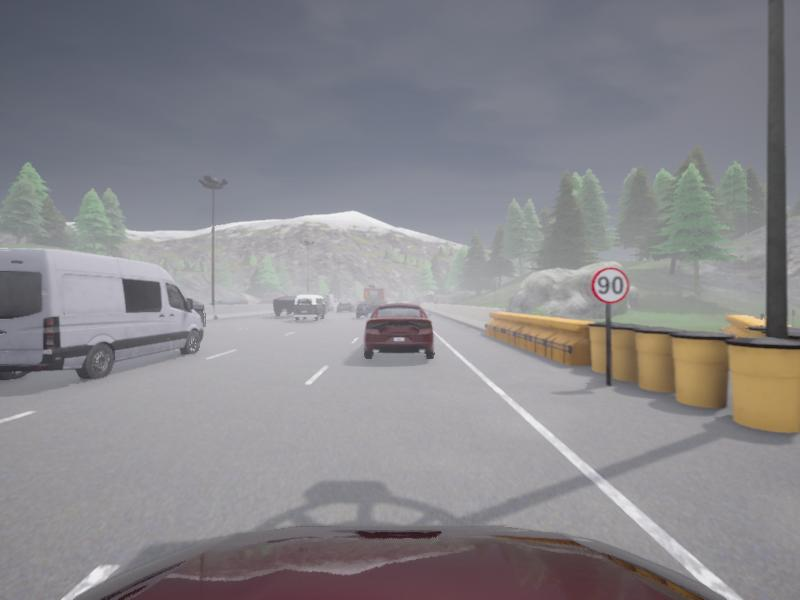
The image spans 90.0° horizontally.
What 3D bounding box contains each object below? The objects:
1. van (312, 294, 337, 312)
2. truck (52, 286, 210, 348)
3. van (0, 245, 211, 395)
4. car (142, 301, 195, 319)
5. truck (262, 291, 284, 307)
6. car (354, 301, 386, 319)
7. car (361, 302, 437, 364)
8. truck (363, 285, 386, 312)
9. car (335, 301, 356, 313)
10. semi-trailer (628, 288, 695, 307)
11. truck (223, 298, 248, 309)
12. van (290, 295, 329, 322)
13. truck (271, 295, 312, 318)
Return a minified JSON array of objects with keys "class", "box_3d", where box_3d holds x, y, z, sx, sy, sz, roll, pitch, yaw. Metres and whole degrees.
[{"class":"van","box_3d":[-10.738,0.470,57.201,2.351,2.431,6.366,0,0,0]},{"class":"truck","box_3d":[-10.555,0.569,16.627,2.390,2.098,6.274,0,0,0]},{"class":"van","box_3d":[-7.020,0.338,9.800,1.988,2.561,5.915,0,0,0]},{"class":"car","box_3d":[-21.147,0.860,36.855,1.801,1.575,5.366,0,0,0]},{"class":"truck","box_3d":[-31.946,-0.161,101.114,2.891,3.827,8.468,0,0,0]},{"class":"car","box_3d":[-2.657,0.876,36.237,1.789,1.549,3.705,0,0,13]},{"class":"car","box_3d":[-0.035,0.843,12.531,1.882,1.535,5.008,0,0,0]},{"class":"truck","box_3d":[-3.751,-0.223,60.766,2.891,3.827,8.468,0,0,0]},{"class":"car","box_3d":[-7.221,0.922,53.104,2.128,1.511,4.902,0,0,0]},{"class":"semi-trailer","box_3d":[62.345,-0.654,95.538,14.254,4.402,2.717,0,0,0]},{"class":"truck","box_3d":[-31.834,0.665,77.782,2.390,2.098,6.274,0,0,0]},{"class":"van","box_3d":[-7.125,0.626,31.932,2.069,2.038,4.480,0,0,0]},{"class":"truck","box_3d":[-10.662,0.607,39.981,2.390,2.098,6.274,0,0,0]}]
